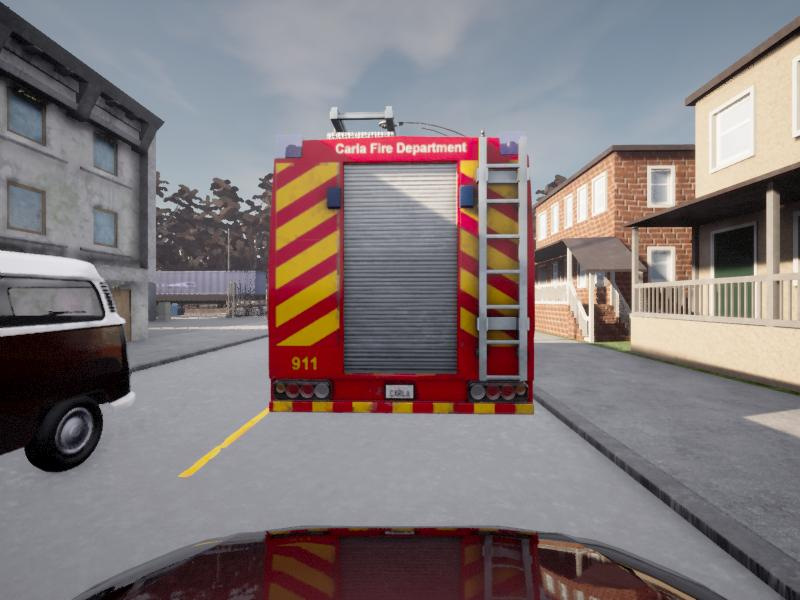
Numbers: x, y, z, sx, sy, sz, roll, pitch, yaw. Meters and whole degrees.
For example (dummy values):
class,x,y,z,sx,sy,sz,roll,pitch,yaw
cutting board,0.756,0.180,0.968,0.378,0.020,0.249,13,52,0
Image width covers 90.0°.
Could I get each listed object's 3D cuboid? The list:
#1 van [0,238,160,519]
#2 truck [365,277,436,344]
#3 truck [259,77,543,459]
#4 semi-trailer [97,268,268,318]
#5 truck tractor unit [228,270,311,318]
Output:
class,x,y,z,sx,sy,sz,roll,pitch,yaw
van,-3.935,0.569,2.537,2.069,2.038,4.480,0,0,1
truck,0.182,0.364,17.484,2.627,2.467,5.204,0,0,4
truck,0.146,-0.321,8.301,2.891,3.827,8.468,0,0,2
semi-trailer,-19.637,-0.619,36.531,14.254,4.402,2.717,0,0,1
truck tractor unit,-11.723,-0.519,36.357,6.516,4.208,3.053,0,0,1
